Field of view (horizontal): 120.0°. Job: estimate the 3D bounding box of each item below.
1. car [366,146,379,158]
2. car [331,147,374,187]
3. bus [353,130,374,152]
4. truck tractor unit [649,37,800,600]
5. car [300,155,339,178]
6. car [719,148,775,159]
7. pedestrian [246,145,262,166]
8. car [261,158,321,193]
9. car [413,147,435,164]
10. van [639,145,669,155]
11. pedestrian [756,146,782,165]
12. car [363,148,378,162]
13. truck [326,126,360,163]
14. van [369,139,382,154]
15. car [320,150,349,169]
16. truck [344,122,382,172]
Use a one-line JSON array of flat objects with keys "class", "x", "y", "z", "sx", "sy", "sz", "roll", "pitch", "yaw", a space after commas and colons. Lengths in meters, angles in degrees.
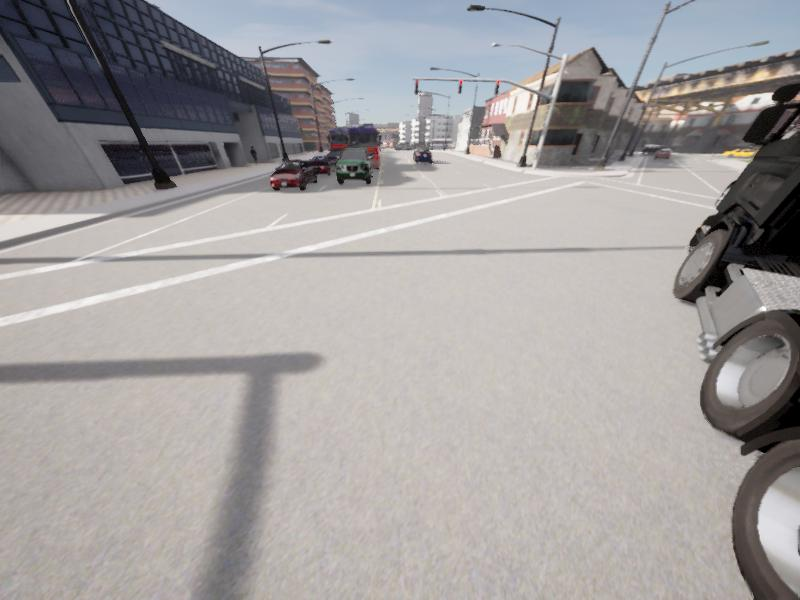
[{"class": "car", "x": -4.369, "y": -23.908, "z": 37.298, "sx": 1.816, "sy": 1.474, "sz": 4.193, "roll": -2, "pitch": 36, "yaw": -2}, {"class": "car", "x": -3.082, "y": -9.625, "z": 16.468, "sx": 2.150, "sy": 2.045, "sz": 5.566, "roll": -2, "pitch": 34, "yaw": -2}, {"class": "bus", "x": -9.067, "y": -40.572, "z": 59.062, "sx": 3.944, "sy": 4.253, "sz": 10.273, "roll": -2, "pitch": 34, "yaw": -2}, {"class": "truck tractor unit", "x": 4.694, "y": -0.583, "z": 1.207, "sx": 3.053, "sy": 4.208, "sz": 6.516, "roll": 26, "pitch": 42, "yaw": 33}, {"class": "car", "x": -6.855, "y": -11.739, "z": 20.184, "sx": 1.994, "sy": 1.385, "sz": 4.181, "roll": -1, "pitch": 35, "yaw": -1}, {"class": "car", "x": 63.199, "y": -26.812, "z": 42.221, "sx": 1.801, "sy": 1.575, "sz": 5.366, "roll": -7, "pitch": 35, "yaw": -10}, {"class": "pedestrian", "x": -16.135, "y": -16.015, "z": 25.611, "sx": 0.751, "sy": 1.860, "sz": 0.751, "roll": -4, "pitch": 34, "yaw": -5}, {"class": "car", "x": -6.490, "y": -7.795, "z": 14.306, "sx": 1.816, "sy": 1.474, "sz": 4.193, "roll": -1, "pitch": 34, "yaw": -2}, {"class": "car", "x": 3.020, "y": -19.326, "z": 30.721, "sx": 2.242, "sy": 1.667, "sz": 4.611, "roll": -2, "pitch": 35, "yaw": -2}, {"class": "van", "x": 62.442, "y": -37.057, "z": 56.963, "sx": 2.069, "sy": 2.038, "sz": 4.480, "roll": -2, "pitch": 34, "yaw": -2}, {"class": "pedestrian", "x": 43.347, "y": -17.003, "z": 27.185, "sx": 0.751, "sy": 1.860, "sz": 0.751, "roll": 27, "pitch": 43, "yaw": 34}, {"class": "car", "x": -4.038, "y": -20.275, "z": 32.256, "sx": 1.812, "sy": 1.442, "sz": 4.674, "roll": -1, "pitch": 36, "yaw": -2}, {"class": "truck", "x": -7.634, "y": -21.863, "z": 32.434, "sx": 2.891, "sy": 3.827, "sz": 8.468, "roll": -2, "pitch": 36, "yaw": -2}, {"class": "van", "x": -5.021, "y": -32.086, "z": 48.076, "sx": 2.351, "sy": 2.431, "sz": 6.366, "roll": -2, "pitch": 35, "yaw": -2}, {"class": "car", "x": -7.196, "y": -15.763, "z": 25.807, "sx": 2.038, "sy": 1.542, "sz": 4.974, "roll": -1, "pitch": 35, "yaw": -2}, {"class": "truck", "x": -3.555, "y": -16.234, "z": 24.474, "sx": 2.891, "sy": 3.827, "sz": 8.468, "roll": -2, "pitch": 35, "yaw": -2}]
